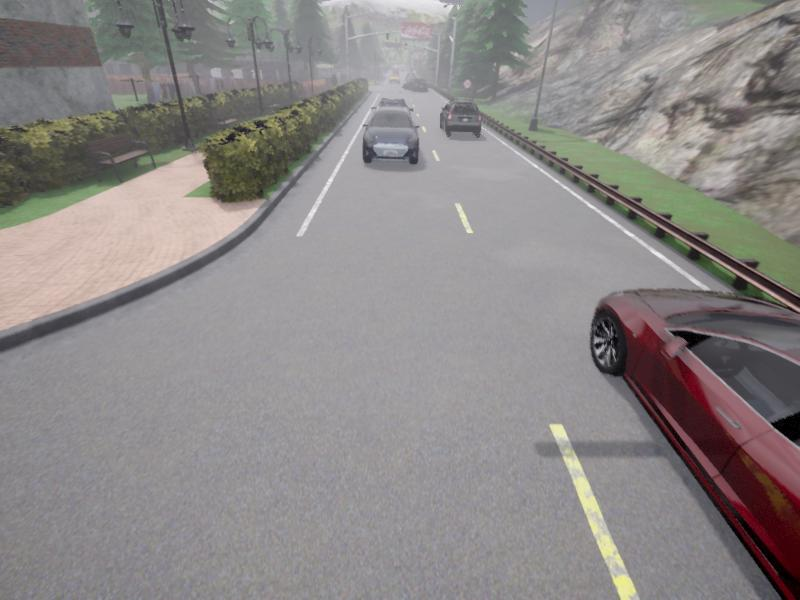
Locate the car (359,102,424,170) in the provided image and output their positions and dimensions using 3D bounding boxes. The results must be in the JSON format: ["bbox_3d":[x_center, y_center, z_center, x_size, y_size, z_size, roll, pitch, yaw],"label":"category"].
[{"bbox_3d":[-0.328,-6.294,15.028,2.033,1.649,4.856,1,30,-1],"label":"car"}]

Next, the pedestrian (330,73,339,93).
[{"bbox_3d":[-7.132,-23.582,43.479,0.751,1.860,0.751,1,30,-2],"label":"pedestrian"}]

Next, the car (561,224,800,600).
[{"bbox_3d":[3.301,0.999,2.992,2.163,1.488,4.792,1,31,-1],"label":"car"}]

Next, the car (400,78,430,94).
[{"bbox_3d":[1.984,-29.569,55.186,2.242,1.667,4.611,-12,33,-22],"label":"car"}]

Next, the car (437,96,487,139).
[{"bbox_3d":[3.108,-9.620,20.913,1.851,1.617,3.988,1,30,-1],"label":"car"}]

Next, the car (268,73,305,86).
[{"bbox_3d":[-16.890,-32.870,59.729,4.892,1.490,1.837,4,30,4],"label":"car"}]

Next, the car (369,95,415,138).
[{"bbox_3d":[-0.396,-9.696,20.930,2.128,1.511,4.902,1,30,-1],"label":"car"}]

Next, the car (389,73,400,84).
[{"bbox_3d":[-1.005,-41.146,74.230,1.801,1.575,5.366,1,30,-1],"label":"car"}]
